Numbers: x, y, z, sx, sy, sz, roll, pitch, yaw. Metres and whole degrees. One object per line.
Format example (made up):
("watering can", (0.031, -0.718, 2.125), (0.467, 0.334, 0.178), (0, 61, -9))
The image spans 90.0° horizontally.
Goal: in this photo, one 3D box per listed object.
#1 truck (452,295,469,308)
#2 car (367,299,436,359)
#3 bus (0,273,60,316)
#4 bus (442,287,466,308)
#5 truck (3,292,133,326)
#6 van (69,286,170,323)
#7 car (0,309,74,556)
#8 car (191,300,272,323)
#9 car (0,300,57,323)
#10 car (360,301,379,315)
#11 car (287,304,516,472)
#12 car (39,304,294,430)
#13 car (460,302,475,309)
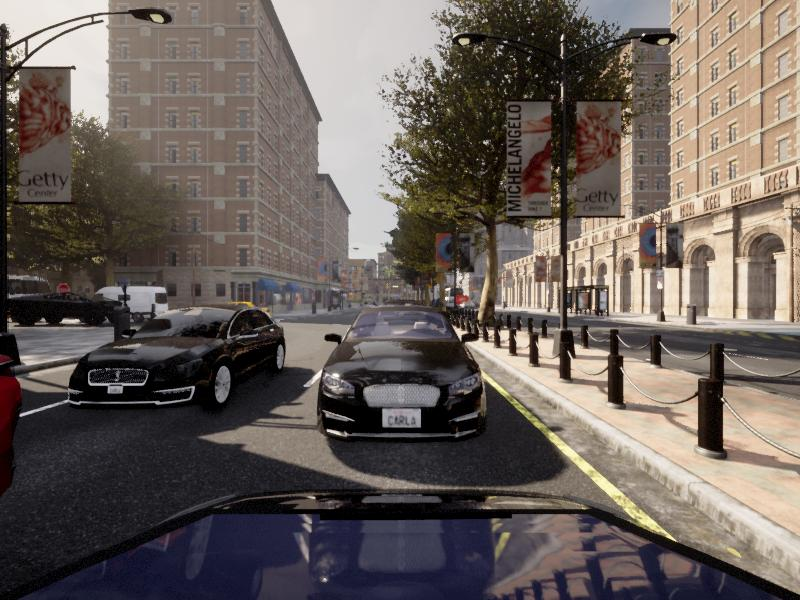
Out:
("truck", (11.763, 0.355, 78.047), (2.627, 2.467, 5.204), (0, 0, 0))
("car", (0.043, 0.788, 12.806), (1.851, 1.617, 3.988), (0, 0, 0))
("bus", (-41.502, -0.534, 41.316), (3.944, 4.253, 10.273), (0, 0, 0))
("bus", (11.676, -0.538, 88.180), (3.944, 4.253, 10.273), (0, 0, 0))
("truck", (-20.892, 0.542, 25.433), (6.274, 2.098, 2.390), (0, 0, -1))
("van", (-20.213, 0.322, 29.025), (5.915, 2.561, 1.988), (0, 0, -2))
("car", (-3.495, 0.828, 0.791), (2.007, 1.525, 4.514), (0, 0, 0))
("car", (-12.341, 0.801, 29.645), (5.366, 1.575, 1.801), (0, 0, -19))
("car", (-28.277, 0.801, 28.894), (5.366, 1.575, 1.801), (0, 0, -1))
("car", (-3.351, 0.824, 44.217), (1.845, 1.501, 3.633), (0, 0, 0))
("car", (0.023, 0.836, 6.166), (2.128, 1.511, 4.902), (0, 0, 0))
("car", (-3.503, 0.845, 7.333), (1.837, 1.490, 4.892), (0, 0, 0))
("car", (11.736, 0.942, 70.013), (1.895, 1.301, 4.718), (0, 0, 0))
